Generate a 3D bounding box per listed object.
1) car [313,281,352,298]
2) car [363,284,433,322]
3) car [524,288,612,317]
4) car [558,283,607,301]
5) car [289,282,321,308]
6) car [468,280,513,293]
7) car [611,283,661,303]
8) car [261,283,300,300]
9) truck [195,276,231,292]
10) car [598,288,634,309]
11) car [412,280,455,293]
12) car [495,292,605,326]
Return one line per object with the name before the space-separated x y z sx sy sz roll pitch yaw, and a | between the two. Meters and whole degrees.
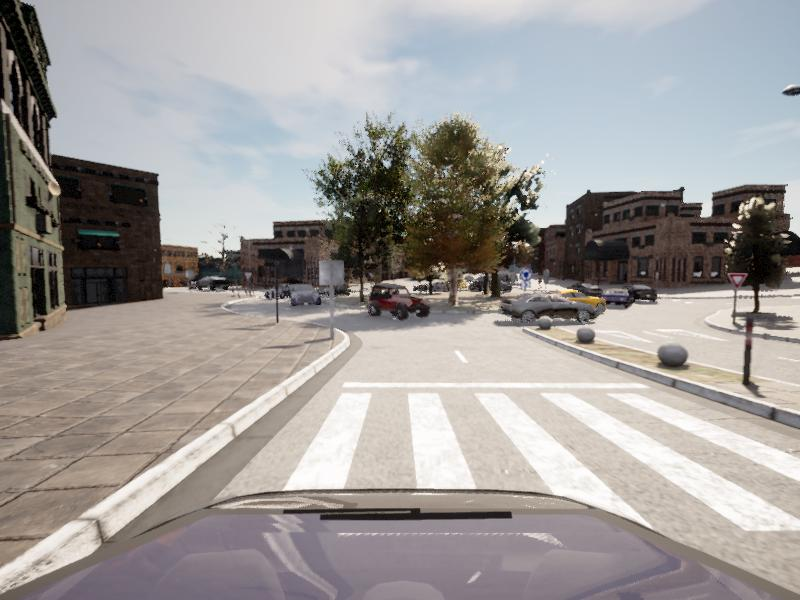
car | -7.204 -1.173 42.917 1.851 1.617 3.988 3 5 33
car | -0.188 0.079 22.790 1.905 1.878 3.866 -3 5 -41
car | 10.399 0.116 24.779 5.008 1.535 1.882 -1 4 -20
car | 17.760 -0.864 39.248 1.837 1.490 4.892 0 4 -9
car | -7.511 -0.460 31.253 2.097 1.767 4.553 -1 4 -17
car | 11.569 -1.764 51.159 5.238 1.638 1.930 2 4 27
car | 21.145 -0.674 36.149 1.882 1.535 5.008 0 4 5
car | -11.583 -0.840 39.071 1.816 1.474 4.193 0 4 12
truck | -27.469 -2.372 58.618 6.274 2.098 2.390 2 4 42
car | 16.594 -0.167 30.599 1.895 1.301 4.718 3 5 34
car | 4.218 -1.696 50.185 5.238 1.638 1.930 0 3 6
car | 7.662 0.406 20.756 4.902 1.511 2.128 0 4 -4
